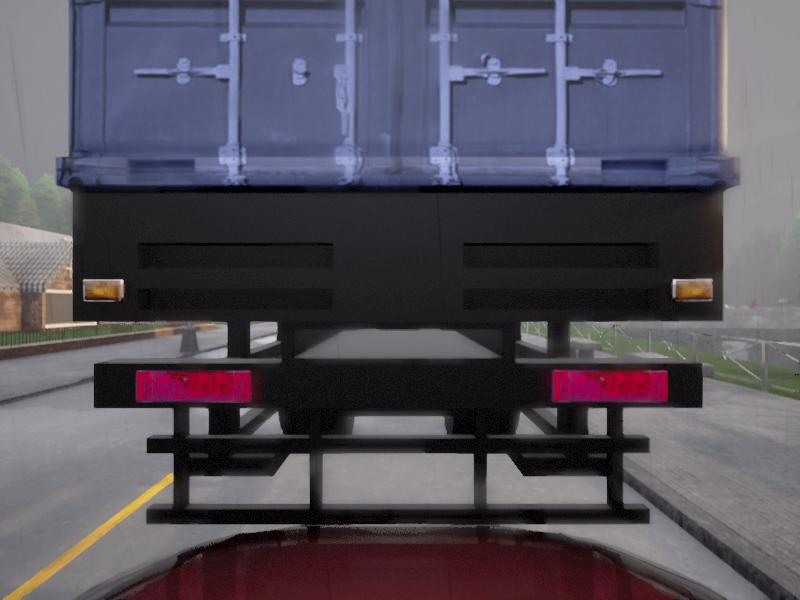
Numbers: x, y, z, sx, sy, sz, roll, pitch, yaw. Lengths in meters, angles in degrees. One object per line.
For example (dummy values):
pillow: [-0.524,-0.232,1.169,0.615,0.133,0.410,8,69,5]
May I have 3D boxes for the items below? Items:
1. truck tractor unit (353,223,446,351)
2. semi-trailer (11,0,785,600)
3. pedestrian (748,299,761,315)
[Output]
truck tractor unit: [-0.013,-0.430,16.457,3.053,4.208,6.516,0,0,0]
semi-trailer: [-0.008,-0.582,8.544,2.717,4.402,14.254,0,0,0]
pedestrian: [40.385,0.775,45.600,0.751,1.860,0.751,0,0,3]
